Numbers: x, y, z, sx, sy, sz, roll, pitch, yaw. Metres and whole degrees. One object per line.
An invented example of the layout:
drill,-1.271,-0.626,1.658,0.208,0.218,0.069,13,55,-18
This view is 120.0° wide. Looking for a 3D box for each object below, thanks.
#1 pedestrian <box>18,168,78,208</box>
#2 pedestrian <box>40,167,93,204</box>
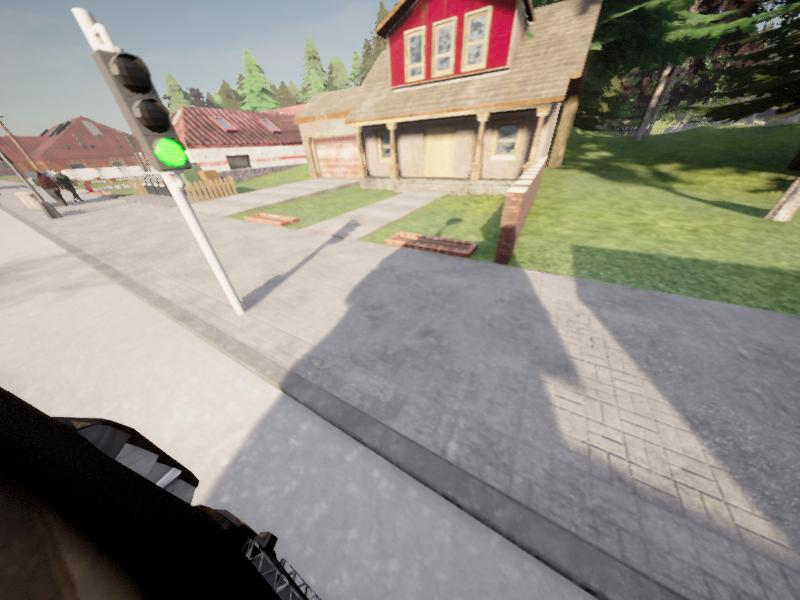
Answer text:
pedestrian,-19.155,-6.106,12.650,0.751,1.860,0.751,2,34,7
pedestrian,-19.376,-6.651,13.483,0.751,1.860,0.751,8,35,16
